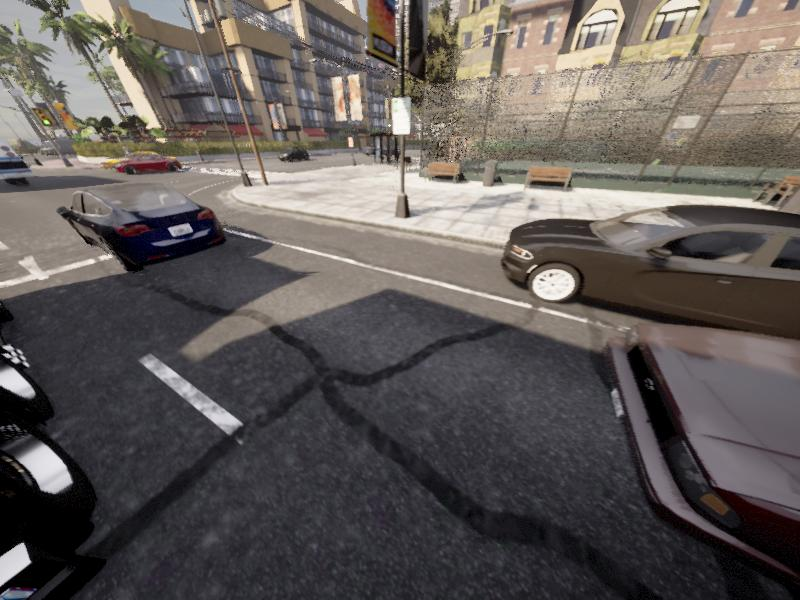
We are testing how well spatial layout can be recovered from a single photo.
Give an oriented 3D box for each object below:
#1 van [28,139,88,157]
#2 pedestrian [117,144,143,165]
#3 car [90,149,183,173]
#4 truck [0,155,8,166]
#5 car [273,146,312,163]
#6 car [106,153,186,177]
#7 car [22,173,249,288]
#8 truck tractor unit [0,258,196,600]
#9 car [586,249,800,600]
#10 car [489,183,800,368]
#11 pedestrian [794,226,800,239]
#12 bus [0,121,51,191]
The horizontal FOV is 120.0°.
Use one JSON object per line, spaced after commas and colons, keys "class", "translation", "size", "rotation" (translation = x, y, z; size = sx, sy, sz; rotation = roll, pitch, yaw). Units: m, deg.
{"class": "van", "translation": [-62.643, -28.077, 42.614], "size": [1.988, 2.561, 5.915], "rotation": [-3, 35, -3]}
{"class": "pedestrian", "translation": [-28.865, -15.603, 24.715], "size": [0.751, 1.860, 0.751], "rotation": [5, 35, 8]}
{"class": "car", "translation": [-23.968, -12.909, 21.364], "size": [5.366, 1.575, 1.801], "rotation": [-29, 44, -35]}
{"class": "truck", "translation": [-45.634, -15.825, 23.745], "size": [8.468, 3.827, 2.891], "rotation": [28, 44, 34]}
{"class": "car", "translation": [-13.627, -18.634, 29.494], "size": [1.851, 1.617, 3.988], "rotation": [16, 38, 22]}
{"class": "car", "translation": [-21.221, -11.476, 19.464], "size": [1.994, 1.385, 4.181], "rotation": [29, 44, 35]}
{"class": "car", "translation": [-6.474, -2.067, 5.727], "size": [4.792, 1.488, 2.163], "rotation": [19, 39, 25]}
{"class": "truck tractor unit", "translation": [-5.100, -0.312, 0.789], "size": [6.516, 4.208, 3.053], "rotation": [19, 39, 25]}
{"class": "car", "translation": [4.337, 1.308, 0.870], "size": [5.357, 1.411, 2.033], "rotation": [17, 38, 23]}
{"class": "car", "translation": [4.311, -0.630, 3.532], "size": [5.008, 1.535, 2.097], "rotation": [16, 38, 22]}
{"class": "pedestrian", "translation": [10.579, -2.283, 5.271], "size": [0.751, 1.860, 0.751], "rotation": [-26, 42, -32]}
{"class": "bus", "translation": [-27.132, -9.185, 13.685], "size": [10.273, 4.253, 3.944], "rotation": [17, 38, 23]}
